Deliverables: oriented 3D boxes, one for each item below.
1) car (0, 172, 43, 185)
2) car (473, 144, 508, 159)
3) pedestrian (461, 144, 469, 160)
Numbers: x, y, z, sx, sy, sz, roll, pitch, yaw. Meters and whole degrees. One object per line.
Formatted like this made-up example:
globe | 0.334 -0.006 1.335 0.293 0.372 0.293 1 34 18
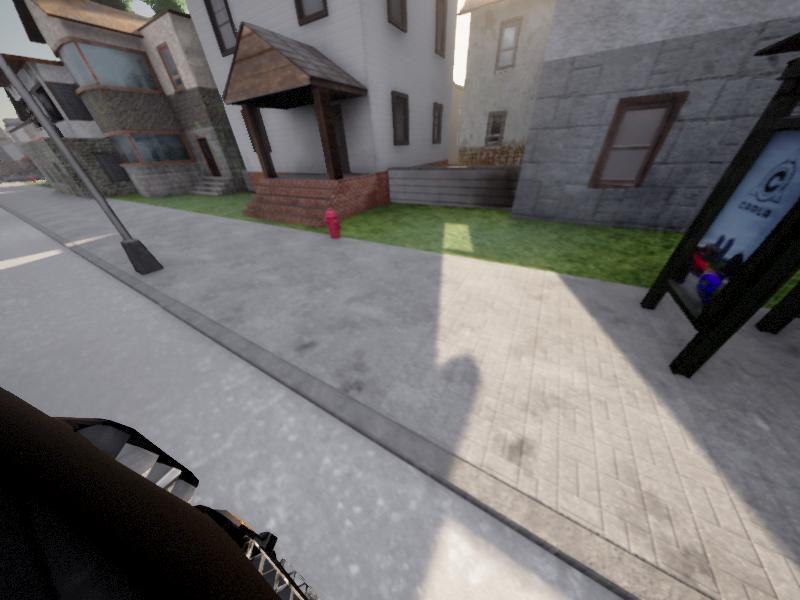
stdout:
car | -63.658 -20.488 38.786 1.845 1.501 3.633 16 38 26
car | 14.045 -23.072 35.902 4.553 1.767 2.097 16 38 26
pedestrian | 9.293 -21.170 33.127 0.751 1.860 0.751 15 38 25
